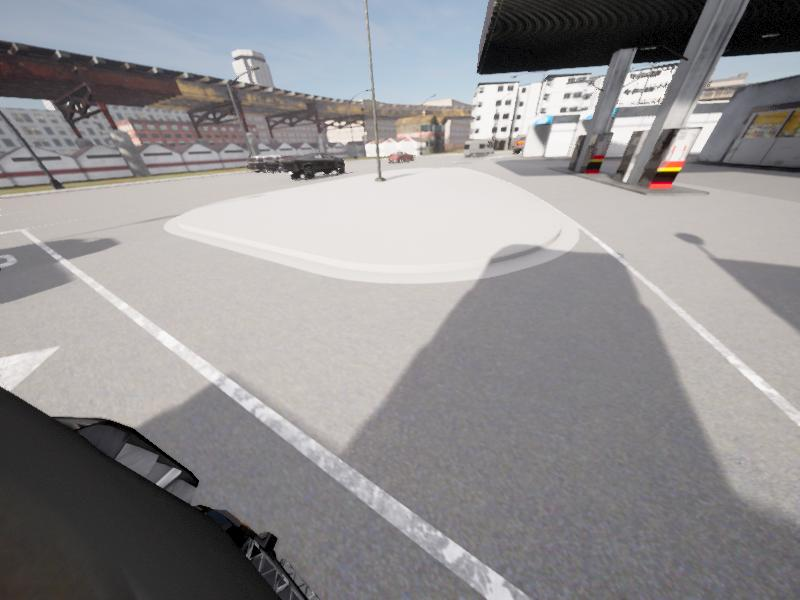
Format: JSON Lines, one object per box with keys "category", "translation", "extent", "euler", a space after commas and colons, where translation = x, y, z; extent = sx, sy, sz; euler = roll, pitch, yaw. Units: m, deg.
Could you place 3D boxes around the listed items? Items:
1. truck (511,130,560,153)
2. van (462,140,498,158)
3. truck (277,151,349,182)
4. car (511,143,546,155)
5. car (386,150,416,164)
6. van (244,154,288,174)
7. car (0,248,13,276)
{"category": "truck", "translation": [30.125, -35.511, 51.843], "extent": [8.468, 3.827, 2.891], "euler": [0, 34, 5]}
{"category": "van", "translation": [14.569, -27.559, 42.193], "extent": [5.915, 2.561, 1.988], "euler": [-15, 35, -17]}
{"category": "truck", "translation": [-8.224, -13.207, 22.654], "extent": [2.390, 2.098, 6.274], "euler": [17, 38, 27]}
{"category": "car", "translation": [24.231, -28.543, 43.752], "extent": [5.238, 1.638, 1.930], "euler": [-5, 33, -2]}
{"category": "car", "translation": [0.285, -23.791, 38.427], "extent": [2.152, 1.651, 5.027], "euler": [25, 42, 35]}
{"category": "van", "translation": [-18.173, -18.612, 31.641], "extent": [2.069, 2.038, 4.480], "euler": [16, 38, 26]}
{"category": "car", "translation": [-11.604, -1.310, 5.450], "extent": [3.633, 1.501, 1.845], "euler": [17, 38, 27]}
